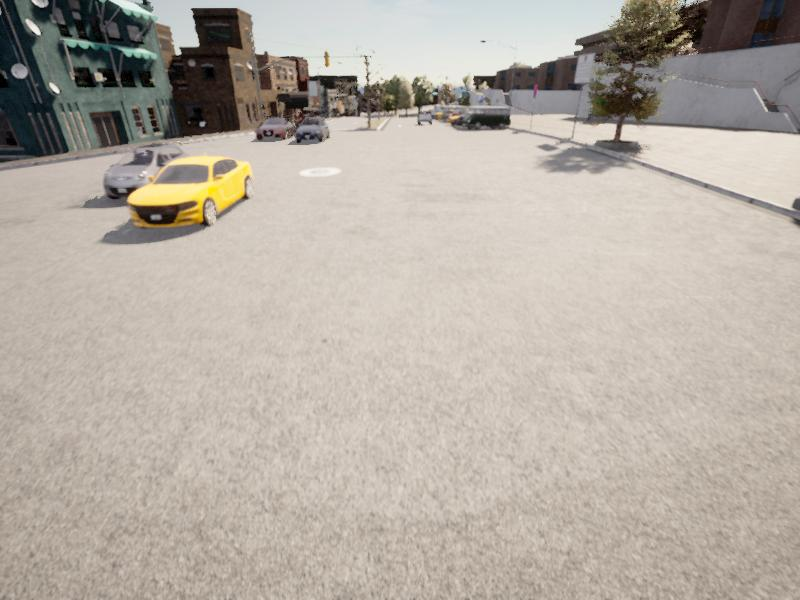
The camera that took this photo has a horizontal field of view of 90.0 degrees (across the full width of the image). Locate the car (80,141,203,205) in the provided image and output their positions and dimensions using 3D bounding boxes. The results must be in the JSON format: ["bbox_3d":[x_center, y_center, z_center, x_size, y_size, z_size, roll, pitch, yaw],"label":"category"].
[{"bbox_3d":[-8.882,-4.631,14.232,1.845,1.501,3.633,-1,28,0],"label":"car"}]

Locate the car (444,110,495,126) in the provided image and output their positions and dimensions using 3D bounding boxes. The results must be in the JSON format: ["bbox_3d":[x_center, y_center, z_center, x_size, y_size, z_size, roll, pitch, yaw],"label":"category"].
[{"bbox_3d":[7.873,-20.663,45.401,5.366,1.575,1.946,-9,28,-18],"label":"car"}]

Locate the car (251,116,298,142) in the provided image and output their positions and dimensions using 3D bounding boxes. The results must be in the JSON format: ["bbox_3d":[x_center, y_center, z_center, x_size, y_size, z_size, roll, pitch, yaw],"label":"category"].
[{"bbox_3d":[-8.880,-12.304,28.708,1.994,1.385,4.181,-1,27,0],"label":"car"}]

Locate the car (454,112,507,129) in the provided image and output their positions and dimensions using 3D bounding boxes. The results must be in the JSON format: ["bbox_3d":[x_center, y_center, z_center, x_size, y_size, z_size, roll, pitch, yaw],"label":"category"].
[{"bbox_3d":[8.044,-18.055,40.123,4.674,1.452,2.002,-9,27,-18],"label":"car"}]

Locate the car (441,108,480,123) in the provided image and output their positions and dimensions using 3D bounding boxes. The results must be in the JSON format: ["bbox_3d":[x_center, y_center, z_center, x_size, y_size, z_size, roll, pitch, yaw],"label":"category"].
[{"bbox_3d":[8.074,-24.701,53.456,4.553,1.767,2.185,-9,28,-18],"label":"car"}]

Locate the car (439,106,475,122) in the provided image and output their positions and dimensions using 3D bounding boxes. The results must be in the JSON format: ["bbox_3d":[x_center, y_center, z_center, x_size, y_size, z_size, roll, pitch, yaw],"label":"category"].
[{"bbox_3d":[7.936,-26.069,56.044,4.442,1.987,1.878,-9,28,-18],"label":"car"}]

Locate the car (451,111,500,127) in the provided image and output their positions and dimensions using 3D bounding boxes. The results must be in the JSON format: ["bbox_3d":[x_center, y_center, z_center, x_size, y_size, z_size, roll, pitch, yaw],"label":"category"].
[{"bbox_3d":[8.050,-19.352,42.799,4.674,1.452,2.002,-9,28,-18],"label":"car"}]

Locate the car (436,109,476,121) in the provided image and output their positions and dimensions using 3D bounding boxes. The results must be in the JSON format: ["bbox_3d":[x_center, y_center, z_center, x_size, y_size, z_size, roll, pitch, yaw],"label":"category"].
[{"bbox_3d":[8.213,-27.214,58.924,5.366,1.575,1.946,-9,27,-18],"label":"car"}]

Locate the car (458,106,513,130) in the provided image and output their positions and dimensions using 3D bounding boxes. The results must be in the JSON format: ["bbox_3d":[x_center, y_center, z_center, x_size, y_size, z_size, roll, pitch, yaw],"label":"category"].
[{"bbox_3d":[7.943,-16.975,37.284,4.442,1.987,1.878,-9,28,-18],"label":"car"}]

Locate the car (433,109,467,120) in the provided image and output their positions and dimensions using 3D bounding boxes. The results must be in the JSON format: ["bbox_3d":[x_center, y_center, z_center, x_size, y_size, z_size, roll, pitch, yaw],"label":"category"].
[{"bbox_3d":[8.043,-29.777,64.223,5.008,1.535,2.097,-9,28,-18],"label":"car"}]

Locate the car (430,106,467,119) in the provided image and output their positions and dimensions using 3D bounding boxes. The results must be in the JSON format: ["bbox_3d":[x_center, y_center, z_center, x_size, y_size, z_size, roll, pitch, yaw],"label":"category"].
[{"bbox_3d":[8.063,-31.303,66.809,5.566,2.045,2.435,-8,27,-18],"label":"car"}]

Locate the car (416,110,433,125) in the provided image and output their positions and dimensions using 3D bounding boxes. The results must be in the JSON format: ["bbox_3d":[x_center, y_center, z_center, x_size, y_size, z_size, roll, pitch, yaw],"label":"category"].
[{"bbox_3d":[2.976,-22.331,48.899,1.845,1.501,3.633,0,26,0],"label":"car"}]

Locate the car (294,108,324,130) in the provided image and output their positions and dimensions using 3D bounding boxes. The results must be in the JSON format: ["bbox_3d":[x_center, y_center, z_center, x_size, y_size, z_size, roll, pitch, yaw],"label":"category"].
[{"bbox_3d":[-8.922,-17.912,39.500,1.905,1.878,3.866,0,26,1],"label":"car"}]

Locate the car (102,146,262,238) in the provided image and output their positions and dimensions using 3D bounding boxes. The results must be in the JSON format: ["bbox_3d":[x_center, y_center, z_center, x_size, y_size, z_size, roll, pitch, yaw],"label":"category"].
[{"bbox_3d":[-5.876,-3.374,11.727,1.882,1.535,5.008,-1,27,0],"label":"car"}]

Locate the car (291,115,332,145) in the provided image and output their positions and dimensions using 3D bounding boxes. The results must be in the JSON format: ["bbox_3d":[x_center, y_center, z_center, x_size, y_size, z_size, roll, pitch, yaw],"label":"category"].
[{"bbox_3d":[-5.882,-11.563,27.079,1.816,1.474,4.193,-1,28,0],"label":"car"}]
